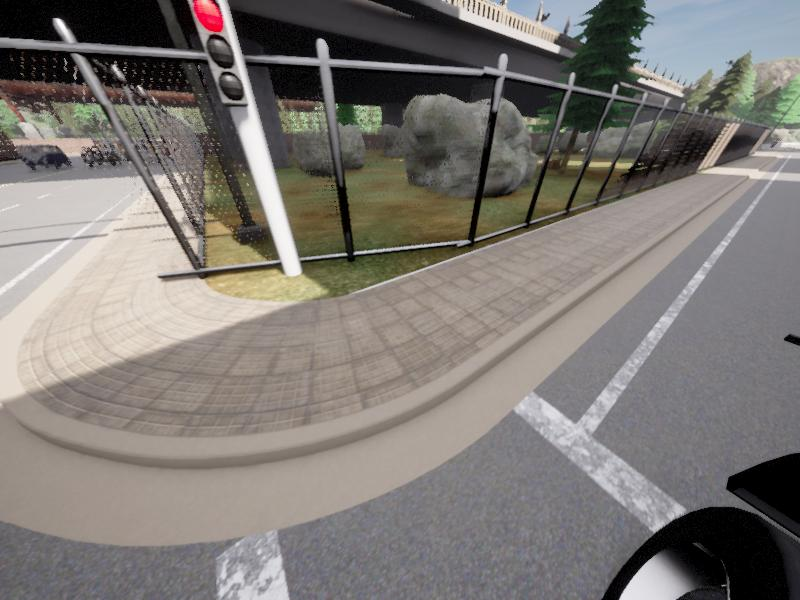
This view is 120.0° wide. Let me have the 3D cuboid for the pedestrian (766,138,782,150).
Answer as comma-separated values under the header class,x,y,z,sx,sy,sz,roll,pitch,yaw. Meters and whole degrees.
class,x,y,z,sx,sy,sz,roll,pitch,yaw
pedestrian,71.639,-29.899,44.237,0.751,1.860,0.751,-29,44,-34
